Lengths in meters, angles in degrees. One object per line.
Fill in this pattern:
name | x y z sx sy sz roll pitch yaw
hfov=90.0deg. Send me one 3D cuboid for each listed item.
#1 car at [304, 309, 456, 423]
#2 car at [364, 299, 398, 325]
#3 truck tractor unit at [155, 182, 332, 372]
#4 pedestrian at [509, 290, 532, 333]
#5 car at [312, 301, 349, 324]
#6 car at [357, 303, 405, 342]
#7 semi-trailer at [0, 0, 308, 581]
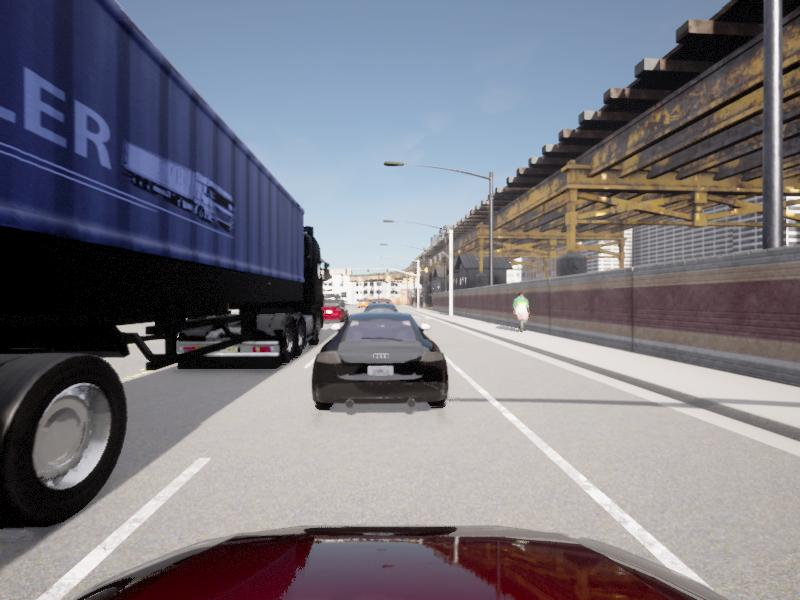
car | -0.351 0.908 7.334 1.994 1.385 4.181 0 0 -3
car | -1.357 0.760 28.438 2.242 1.667 4.611 0 0 -3
truck tractor unit | -4.031 -0.518 12.176 3.053 4.208 6.516 0 0 -2
pedestrian | 5.293 0.486 17.543 0.751 1.860 0.751 0 0 -3
car | -4.930 0.854 29.165 2.163 1.488 4.792 0 0 -4
car | -0.835 0.871 17.509 1.812 1.442 4.674 0 0 -3
semi-trailer | -3.698 -0.614 4.271 2.717 4.402 14.254 0 0 -2
